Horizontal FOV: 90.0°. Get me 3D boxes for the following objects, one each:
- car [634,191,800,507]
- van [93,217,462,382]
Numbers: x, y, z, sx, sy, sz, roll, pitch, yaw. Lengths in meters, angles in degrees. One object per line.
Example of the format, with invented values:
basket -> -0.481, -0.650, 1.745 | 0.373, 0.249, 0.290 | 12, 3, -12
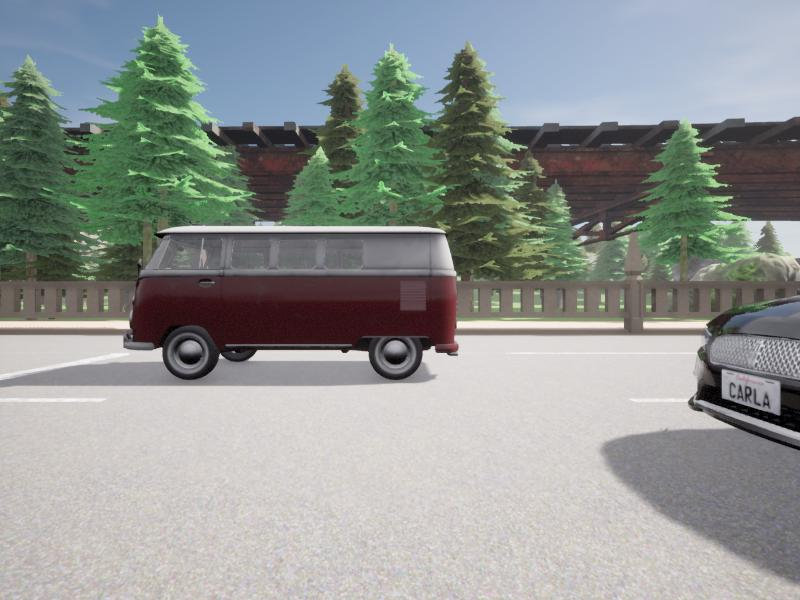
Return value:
car -> 4.363, 0.237, 2.200 | 4.902, 1.511, 2.128 | 0, 0, 0
van -> -1.470, -0.002, 5.700 | 4.442, 1.987, 1.775 | 0, 0, 0
